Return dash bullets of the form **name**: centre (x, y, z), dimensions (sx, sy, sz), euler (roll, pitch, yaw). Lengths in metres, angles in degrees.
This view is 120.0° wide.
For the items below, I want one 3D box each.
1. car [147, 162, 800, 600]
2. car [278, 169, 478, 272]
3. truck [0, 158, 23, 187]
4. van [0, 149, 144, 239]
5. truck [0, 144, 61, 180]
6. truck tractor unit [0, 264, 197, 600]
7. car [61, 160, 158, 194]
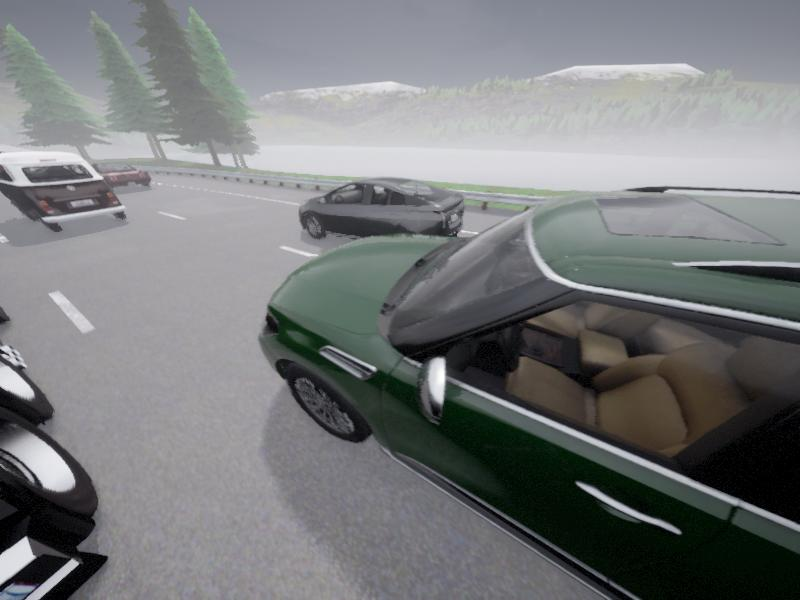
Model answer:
- **car**: centre (1.397, 0.401, 1.620), dimensions (5.566, 2.045, 2.150), euler (18, 39, 24)
- **car**: centre (-0.630, -2.357, 6.052), dimensions (4.514, 1.525, 2.007), euler (18, 39, 24)
- **truck**: centre (-25.958, -7.849, 13.282), dimensions (5.204, 2.467, 2.627), euler (11, 36, 20)
- **van**: centre (-11.415, -3.694, 7.615), dimensions (4.480, 2.038, 2.069), euler (17, 38, 23)
- **truck**: centre (-30.785, -10.907, 18.087), dimensions (6.274, 2.098, 2.390), euler (12, 37, 17)
- **truck tractor unit**: centre (-5.113, -0.300, 0.781), dimensions (6.516, 4.208, 3.053), euler (18, 39, 24)
- **car**: centre (-16.673, -7.168, 13.300), dimensions (4.718, 1.301, 1.895), euler (16, 38, 21)
